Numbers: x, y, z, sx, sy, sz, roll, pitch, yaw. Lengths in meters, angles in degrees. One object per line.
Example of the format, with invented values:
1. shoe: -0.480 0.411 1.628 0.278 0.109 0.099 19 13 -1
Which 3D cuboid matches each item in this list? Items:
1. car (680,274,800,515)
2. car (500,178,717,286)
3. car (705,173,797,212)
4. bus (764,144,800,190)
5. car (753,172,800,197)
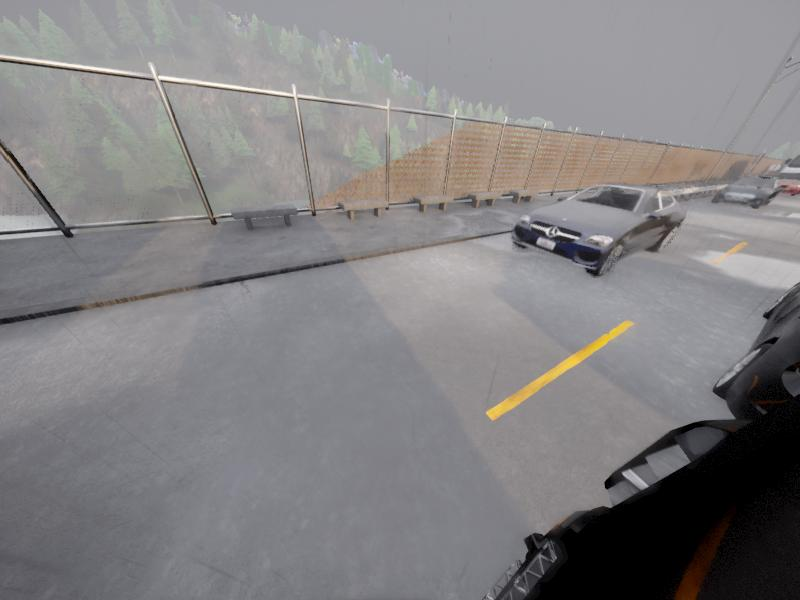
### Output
1. car: 5.342 0.496 2.207 5.008 1.535 1.882 -16 38 -26
2. car: 5.422 -2.118 6.070 5.027 1.651 2.152 -16 38 -26
3. car: 21.569 -6.728 14.221 4.856 1.649 2.033 -17 38 -25
4. bus: 48.650 -15.447 27.031 10.273 4.253 3.944 -16 38 -26
5. car: 35.093 -10.601 21.040 4.611 1.667 2.242 -16 38 -26
